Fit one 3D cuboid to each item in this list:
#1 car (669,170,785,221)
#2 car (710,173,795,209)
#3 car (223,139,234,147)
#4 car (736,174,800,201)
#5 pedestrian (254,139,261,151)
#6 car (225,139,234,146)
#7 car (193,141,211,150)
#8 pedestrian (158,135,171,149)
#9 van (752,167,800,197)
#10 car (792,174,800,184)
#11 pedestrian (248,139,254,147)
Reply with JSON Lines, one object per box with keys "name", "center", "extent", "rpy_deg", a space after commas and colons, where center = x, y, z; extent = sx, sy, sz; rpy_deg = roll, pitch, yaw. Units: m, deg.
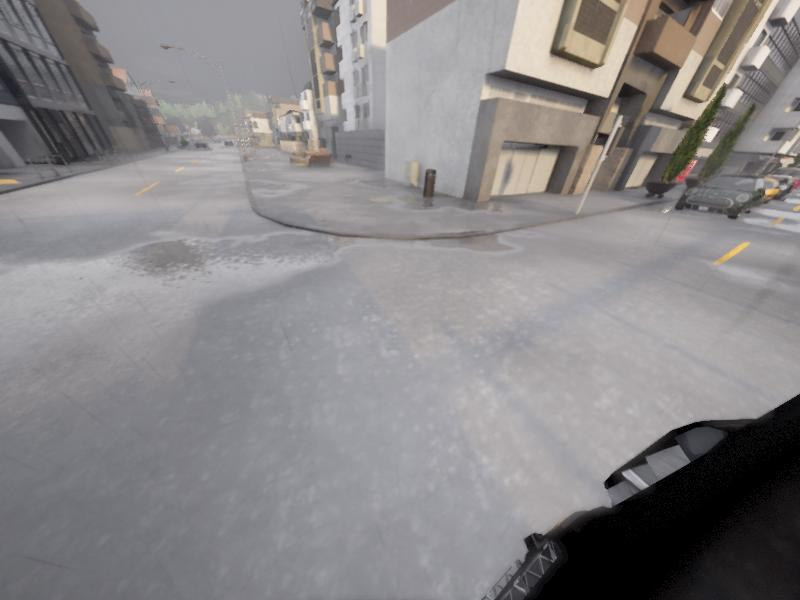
{"name": "car", "center": [16.023, -5.270, 11.357], "extent": [4.553, 1.767, 2.097], "rpy_deg": [-16, 38, -26]}
{"name": "car", "center": [22.172, -6.956, 14.519], "extent": [5.366, 1.575, 1.801], "rpy_deg": [-16, 38, -26]}
{"name": "car", "center": [-46.723, -42.974, 63.129], "extent": [1.930, 1.638, 5.238], "rpy_deg": [-16, 38, -26]}
{"name": "car", "center": [28.145, -8.634, 17.557], "extent": [3.806, 1.475, 1.970], "rpy_deg": [-16, 38, -26]}
{"name": "pedestrian", "center": [-28.400, -30.944, 46.101], "extent": [0.751, 1.860, 0.751], "rpy_deg": [-17, 39, -27]}
{"name": "car", "center": [-50.355, -46.565, 68.273], "extent": [1.801, 1.575, 5.366], "rpy_deg": [-16, 38, -26]}
{"name": "car", "center": [-38.537, -30.226, 45.020], "extent": [1.895, 1.301, 4.718], "rpy_deg": [-16, 38, -26]}
{"name": "pedestrian", "center": [-39.125, -26.267, 38.330], "extent": [0.751, 1.860, 0.751], "rpy_deg": [27, 41, 31]}
{"name": "van", "center": [32.926, -10.222, 19.821], "extent": [4.442, 1.987, 1.775], "rpy_deg": [-16, 38, -26]}
{"name": "car", "center": [57.955, -17.197, 32.611], "extent": [3.806, 1.475, 1.970], "rpy_deg": [-16, 38, -26]}
{"name": "pedestrian", "center": [-39.931, -42.088, 61.879], "extent": [0.751, 1.860, 0.751], "rpy_deg": [-16, 38, -26]}
